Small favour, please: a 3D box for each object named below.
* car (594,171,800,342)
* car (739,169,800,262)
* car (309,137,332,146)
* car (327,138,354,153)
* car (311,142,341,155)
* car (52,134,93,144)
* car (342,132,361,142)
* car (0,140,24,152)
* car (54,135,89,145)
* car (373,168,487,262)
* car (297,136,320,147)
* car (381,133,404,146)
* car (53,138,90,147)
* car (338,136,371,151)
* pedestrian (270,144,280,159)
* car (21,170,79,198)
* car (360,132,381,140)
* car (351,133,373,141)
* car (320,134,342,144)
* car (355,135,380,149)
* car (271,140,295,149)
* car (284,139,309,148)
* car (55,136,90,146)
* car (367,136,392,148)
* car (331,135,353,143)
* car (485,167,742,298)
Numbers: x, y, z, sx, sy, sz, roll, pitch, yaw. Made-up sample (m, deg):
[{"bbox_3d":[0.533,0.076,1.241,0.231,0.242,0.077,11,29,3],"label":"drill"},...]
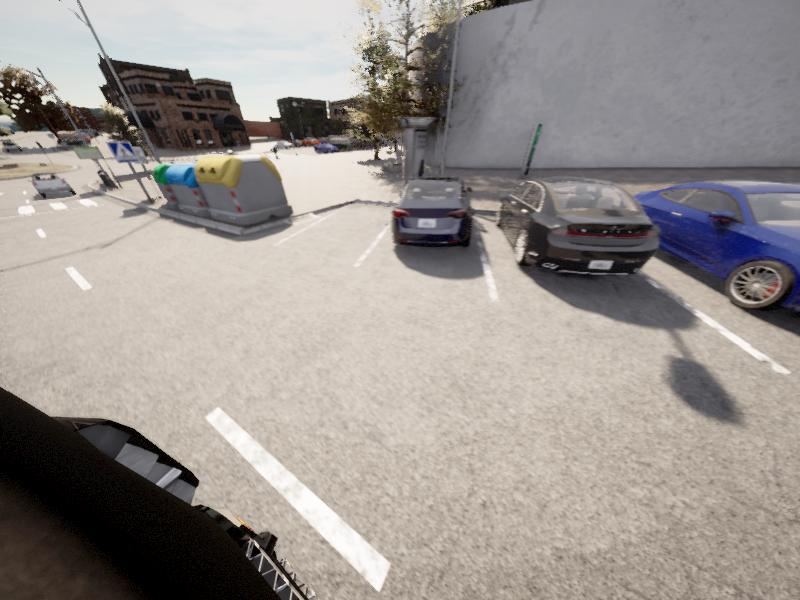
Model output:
[{"bbox_3d":[6.111,-1.293,4.158,2.002,1.452,4.674,5,33,10],"label":"car"},{"bbox_3d":[8.666,-0.592,2.861,2.097,1.535,5.008,4,33,9],"label":"car"},{"bbox_3d":[-19.098,-38.066,55.371,4.792,1.488,2.163,17,43,24],"label":"car"},{"bbox_3d":[-10.910,-28.661,42.761,4.442,1.987,1.878,19,44,24],"label":"car"},{"bbox_3d":[-13.323,-27.264,41.523,5.008,1.535,2.097,19,44,24],"label":"car"},{"bbox_3d":[-83.970,-41.392,59.398,2.435,2.045,5.566,32,45,33],"label":"car"},{"bbox_3d":[-12.545,-42.132,59.648,4.442,1.987,1.878,17,43,24],"label":"car"},{"bbox_3d":[-75.048,-29.755,44.643,3.988,1.617,1.851,29,44,31],"label":"car"},{"bbox_3d":[-82.096,-40.117,57.843,1.878,1.987,4.442,31,45,33],"label":"car"},{"bbox_3d":[1.022,-2.821,6.781,2.163,1.488,4.792,5,33,11],"label":"car"},{"bbox_3d":[-21.267,-36.888,53.781,4.553,1.767,2.185,17,43,24],"label":"car"},{"bbox_3d":[-1.642,-33.702,48.491,4.442,1.987,1.878,19,44,24],"label":"car"},{"bbox_3d":[-78.070,-37.575,55.055,2.231,1.521,4.892,31,45,33],"label":"car"},{"bbox_3d":[-8.724,-29.979,44.230,5.566,2.045,2.435,19,44,24],"label":"car"},{"bbox_3d":[-19.798,-23.529,36.596,0.751,1.860,0.751,-24,43,-31],"label":"pedestrian"},{"bbox_3d":[-27.035,-9.021,17.857,3.633,1.501,1.845,22,40,30],"label":"car"},{"bbox_3d":[-8.017,-44.473,62.657,5.008,1.535,2.097,17,42,24],"label":"car"},{"bbox_3d":[-10.059,-43.150,61.119,5.366,1.575,1.946,17,42,24],"label":"car"},{"bbox_3d":[-16.839,-39.453,56.718,4.553,1.767,2.185,17,43,24],"label":"car"},{"bbox_3d":[-6.482,-31.245,45.713,4.442,1.987,1.878,19,44,24],"label":"car"},{"bbox_3d":[-25.709,-34.201,50.958,4.674,1.452,2.002,17,42,24],"label":"car"},{"bbox_3d":[-23.471,-35.487,52.411,4.792,1.488,2.163,17,42,24],"label":"car"},{"bbox_3d":[-80.018,-38.893,56.496,2.185,1.767,4.553,31,45,33],"label":"car"},{"bbox_3d":[-4.084,-32.405,47.179,4.553,1.767,2.185,19,44,24],"label":"car"},{"bbox_3d":[-14.647,-40.650,58.282,5.008,1.535,2.097,17,42,24],"label":"car"},{"bbox_3d":[3.550,-2.067,5.422,2.231,1.521,4.892,4,33,10],"label":"car"}]
